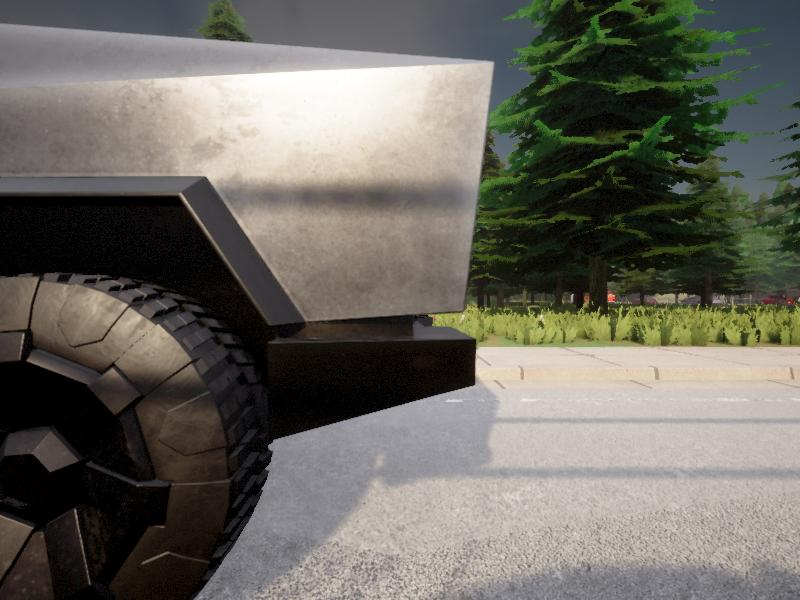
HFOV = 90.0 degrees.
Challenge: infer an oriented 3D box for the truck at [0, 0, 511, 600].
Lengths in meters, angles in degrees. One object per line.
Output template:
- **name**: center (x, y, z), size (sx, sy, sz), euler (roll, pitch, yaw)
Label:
- **truck**: center (-2.868, -0.059, 2.169), size (6.274, 2.098, 2.390), euler (0, 0, 0)

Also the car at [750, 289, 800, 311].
- **car**: center (34.680, 0.019, 36.598), size (1.905, 1.878, 3.866), euler (0, 0, 1)

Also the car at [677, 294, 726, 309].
- **car**: center (34.834, 0.151, 46.420), size (2.033, 1.649, 4.856), euler (0, 0, 1)

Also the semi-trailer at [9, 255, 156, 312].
- **semi-trailer**: center (-28.970, -1.245, 38.111), size (2.717, 4.402, 14.254), euler (0, 0, 0)

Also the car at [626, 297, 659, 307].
- **car**: center (34.879, 0.243, 57.584), size (1.812, 1.442, 4.674), euler (0, 0, -2)
